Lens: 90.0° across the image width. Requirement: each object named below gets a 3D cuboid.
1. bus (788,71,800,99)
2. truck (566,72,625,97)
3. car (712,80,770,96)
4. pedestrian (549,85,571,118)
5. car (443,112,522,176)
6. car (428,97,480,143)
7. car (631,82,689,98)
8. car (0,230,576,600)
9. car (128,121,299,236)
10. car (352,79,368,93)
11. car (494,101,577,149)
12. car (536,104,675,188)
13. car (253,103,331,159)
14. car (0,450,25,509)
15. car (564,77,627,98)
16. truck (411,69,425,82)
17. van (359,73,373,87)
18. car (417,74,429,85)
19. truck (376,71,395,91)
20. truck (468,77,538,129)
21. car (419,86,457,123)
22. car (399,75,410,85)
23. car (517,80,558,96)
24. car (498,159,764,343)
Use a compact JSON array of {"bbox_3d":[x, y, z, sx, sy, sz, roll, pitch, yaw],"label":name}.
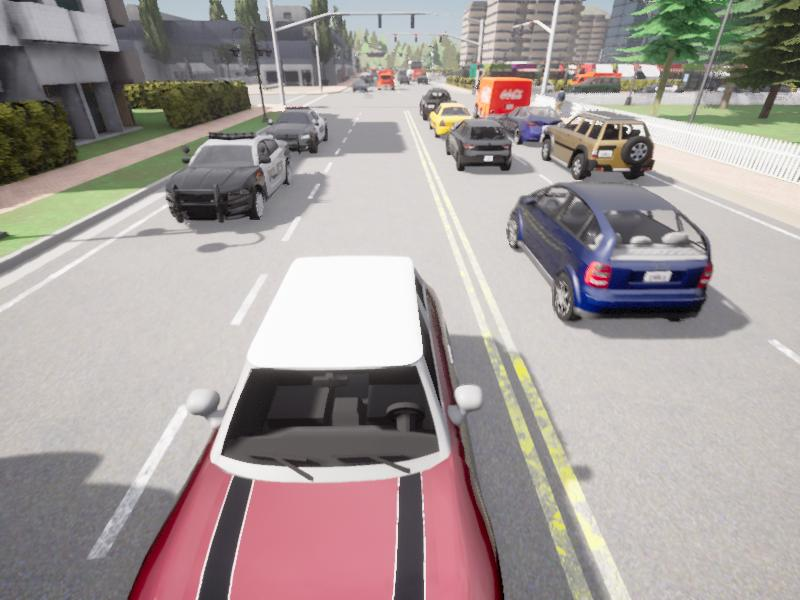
[{"bbox_3d":[48.551,-23.524,42.109,10.273,4.253,3.944,-1,30,-2],"label":"bus"},{"bbox_3d":[23.031,-25.587,47.407,5.204,2.467,2.627,-1,30,-3],"label":"truck"},{"bbox_3d":[41.149,-25.685,48.395,4.856,1.649,2.033,-1,30,-2],"label":"car"},{"bbox_3d":[10.139,-12.608,25.417,0.751,1.860,0.751,0,30,0],"label":"pedestrian"},{"bbox_3d":[2.740,-5.681,14.282,1.816,1.474,4.193,-1,30,-1],"label":"car"},{"bbox_3d":[2.568,-9.248,20.284,1.801,1.575,5.366,-1,30,-1],"label":"car"},{"bbox_3d":[29.081,-23.568,44.875,4.974,1.542,2.038,-1,30,-2],"label":"car"},{"bbox_3d":[-0.426,0.843,3.107,1.970,1.475,3.806,-1,30,-1],"label":"car"},{"bbox_3d":[-4.143,-3.341,10.104,1.930,1.638,5.238,-1,30,-1],"label":"car"},{"bbox_3d":[-5.410,-29.150,54.489,1.812,1.442,4.674,-1,30,-1],"label":"car"},{"bbox_3d":[6.113,-8.305,18.772,2.163,1.488,4.792,-1,30,-1],"label":"car"},{"bbox_3d":[6.275,-5.184,13.035,1.932,1.855,4.605,-1,30,-1],"label":"car"},{"bbox_3d":[-4.339,-7.299,16.992,2.038,1.542,4.974,-1,30,-1],"label":"car"},{"bbox_3d":[-4.192,1.680,1.258,1.905,1.878,3.866,1,30,2],"label":"car"},{"bbox_3d":[21.639,-23.606,44.423,5.566,2.045,2.150,-1,30,-2],"label":"car"},{"bbox_3d":[4.050,-50.900,90.721,2.627,2.467,5.204,-1,30,-1],"label":"truck"},{"bbox_3d":[-5.818,-37.753,68.636,2.069,2.038,4.480,-1,30,-1],"label":"van"},{"bbox_3d":[4.400,-43.394,78.695,1.930,1.638,5.238,-1,30,-1],"label":"car"},{"bbox_3d":[-2.012,-31.706,57.850,2.627,2.467,5.204,-1,30,-1],"label":"truck"},{"bbox_3d":[5.956,-11.948,24.028,2.627,2.467,5.204,-1,30,-1],"label":"truck"},{"bbox_3d":[2.396,-12.928,26.291,1.932,1.855,4.605,-1,30,-1],"label":"car"},{"bbox_3d":[0.911,-43.058,78.300,2.007,1.525,4.514,-1,30,-1],"label":"car"},{"bbox_3d":[16.245,-25.087,47.391,3.988,1.617,1.851,0,30,0],"label":"car"},{"bbox_3d":[2.971,-1.059,6.277,1.789,1.549,3.705,-1,30,-1],"label":"car"}]
